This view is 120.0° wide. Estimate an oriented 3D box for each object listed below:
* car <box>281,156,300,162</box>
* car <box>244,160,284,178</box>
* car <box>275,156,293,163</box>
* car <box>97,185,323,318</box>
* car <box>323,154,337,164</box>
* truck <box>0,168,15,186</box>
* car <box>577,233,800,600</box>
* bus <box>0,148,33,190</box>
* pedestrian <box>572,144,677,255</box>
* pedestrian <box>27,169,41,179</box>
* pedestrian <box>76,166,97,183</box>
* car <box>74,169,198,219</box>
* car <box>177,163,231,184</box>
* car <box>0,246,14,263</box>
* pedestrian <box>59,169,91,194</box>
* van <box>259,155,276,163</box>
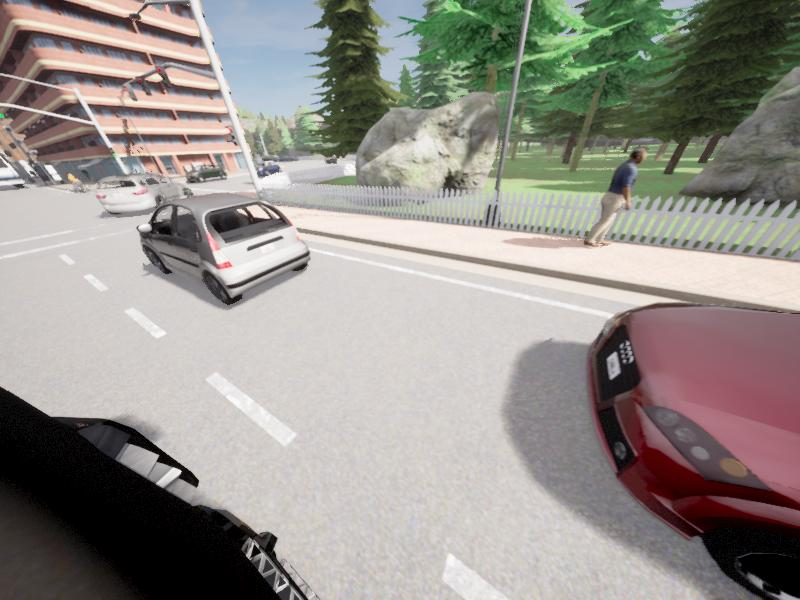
[{"bbox_3d":[-32.737,-42.153,69.051,5.357,1.411,2.033,16,38,27],"label":"car"},{"bbox_3d":[-15.810,-15.388,27.122,1.970,1.475,3.806,3,34,10],"label":"car"},{"bbox_3d":[-32.911,-39.981,65.696,4.892,1.490,1.837,16,38,27],"label":"car"},{"bbox_3d":[-3.904,-1.339,4.878,3.988,1.617,1.851,16,38,27],"label":"car"},{"bbox_3d":[-14.284,-28.743,47.139,2.038,1.542,4.974,-14,35,-15],"label":"car"},{"bbox_3d":[-65.519,-20.199,36.462,8.468,3.827,2.891,16,38,27],"label":"truck"},{"bbox_3d":[3.572,0.943,1.026,4.181,1.385,1.994,17,38,27],"label":"car"},{"bbox_3d":[-53.444,-16.775,29.904,10.273,4.253,3.944,16,38,27],"label":"bus"},{"bbox_3d":[4.245,-1.951,4.580,0.751,1.860,0.751,13,37,22],"label":"pedestrian"},{"bbox_3d":[-78.502,-26.992,49.550,0.751,1.860,0.751,13,37,23],"label":"pedestrian"},{"bbox_3d":[-41.254,-16.542,30.399,0.751,1.860,0.751,18,39,28],"label":"pedestrian"},{"bbox_3d":[-13.615,-5.922,12.514,2.242,1.667,4.611,-12,35,-12],"label":"car"},{"bbox_3d":[-20.493,-13.358,24.369,1.789,1.549,3.705,8,35,17],"label":"car"},{"bbox_3d":[-13.878,-1.726,6.363,4.902,1.511,2.128,12,36,21],"label":"car"},{"bbox_3d":[-29.309,-10.699,20.854,0.751,1.860,0.751,13,37,23],"label":"pedestrian"},{"bbox_3d":[-39.628,-42.173,69.125,4.442,1.987,1.775,16,38,27],"label":"van"}]
